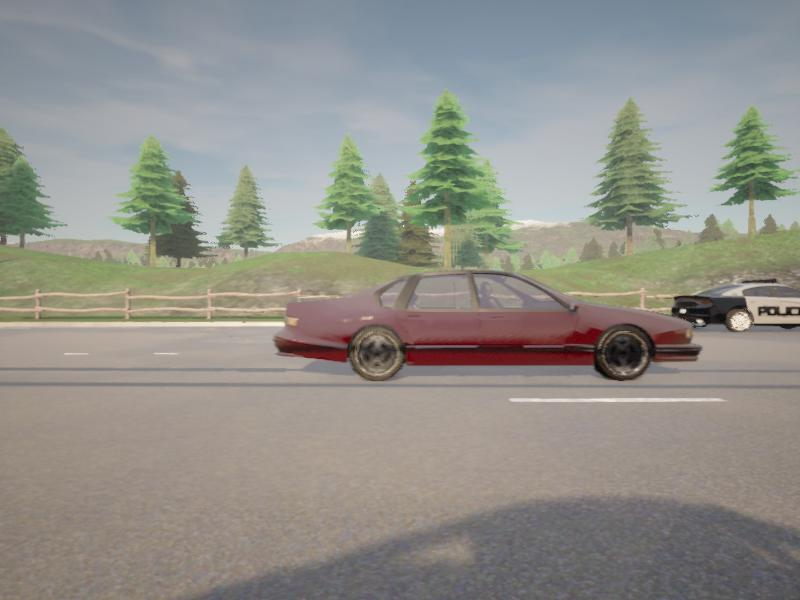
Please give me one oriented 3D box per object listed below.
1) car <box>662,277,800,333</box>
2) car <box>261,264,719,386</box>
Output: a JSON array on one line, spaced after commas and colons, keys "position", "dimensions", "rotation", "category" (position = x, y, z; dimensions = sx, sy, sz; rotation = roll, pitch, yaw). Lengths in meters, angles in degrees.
[{"position": [11.558, 0.154, 12.699], "dimensions": [5.238, 1.638, 1.930], "rotation": [0, 0, 0], "category": "car"}, {"position": [1.050, 0.295, 5.697], "dimensions": [5.357, 1.411, 2.033], "rotation": [0, 0, 0], "category": "car"}]
